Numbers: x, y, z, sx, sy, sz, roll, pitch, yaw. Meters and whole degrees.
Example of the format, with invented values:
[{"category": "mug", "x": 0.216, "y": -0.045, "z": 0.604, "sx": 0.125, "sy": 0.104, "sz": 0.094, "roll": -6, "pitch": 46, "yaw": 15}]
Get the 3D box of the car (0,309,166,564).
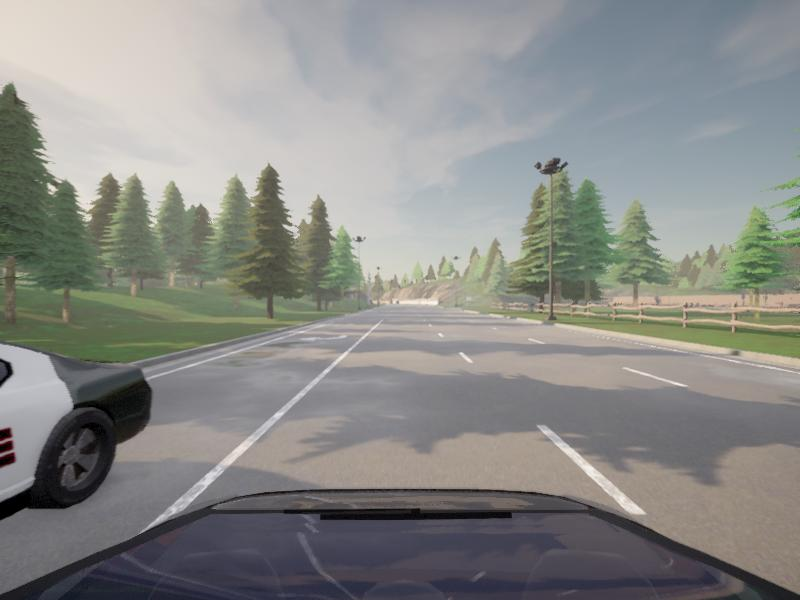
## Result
[{"category": "car", "x": -3.480, "y": 0.839, "z": 1.671, "sx": 2.038, "sy": 1.542, "sz": 4.974, "roll": 0, "pitch": -1, "yaw": 1}]
